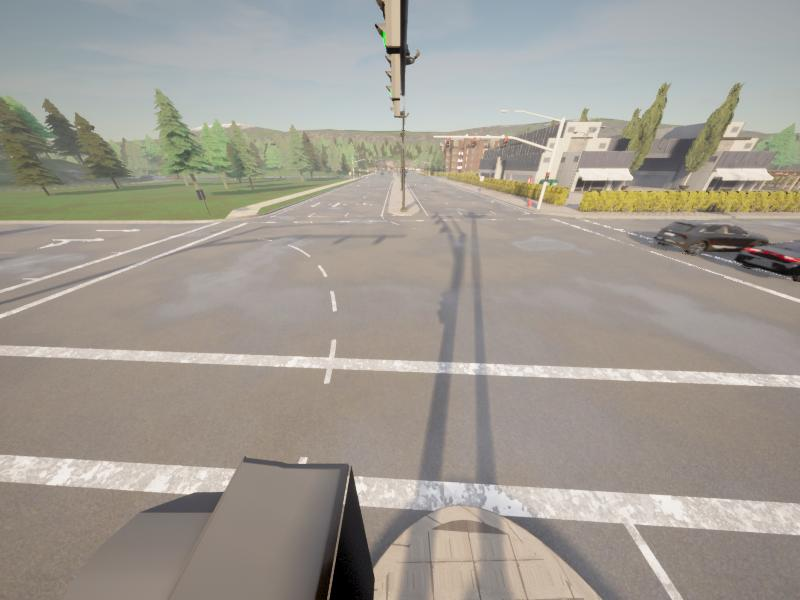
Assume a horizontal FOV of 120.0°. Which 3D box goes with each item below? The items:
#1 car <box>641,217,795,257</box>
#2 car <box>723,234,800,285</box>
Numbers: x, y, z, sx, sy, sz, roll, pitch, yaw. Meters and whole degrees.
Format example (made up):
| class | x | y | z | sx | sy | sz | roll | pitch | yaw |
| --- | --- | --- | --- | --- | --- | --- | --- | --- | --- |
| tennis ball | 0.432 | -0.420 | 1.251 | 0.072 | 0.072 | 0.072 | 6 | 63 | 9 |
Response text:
| class | x | y | z | sx | sy | sz | roll | pitch | yaw |
| --- | --- | --- | --- | --- | --- | --- | --- | --- | --- |
| car | 17.254 | -3.561 | 12.845 | 4.856 | 1.649 | 2.033 | 1 | 30 | 2 |
| car | 18.036 | -1.755 | 9.811 | 4.974 | 1.542 | 2.038 | 1 | 30 | 1 |
